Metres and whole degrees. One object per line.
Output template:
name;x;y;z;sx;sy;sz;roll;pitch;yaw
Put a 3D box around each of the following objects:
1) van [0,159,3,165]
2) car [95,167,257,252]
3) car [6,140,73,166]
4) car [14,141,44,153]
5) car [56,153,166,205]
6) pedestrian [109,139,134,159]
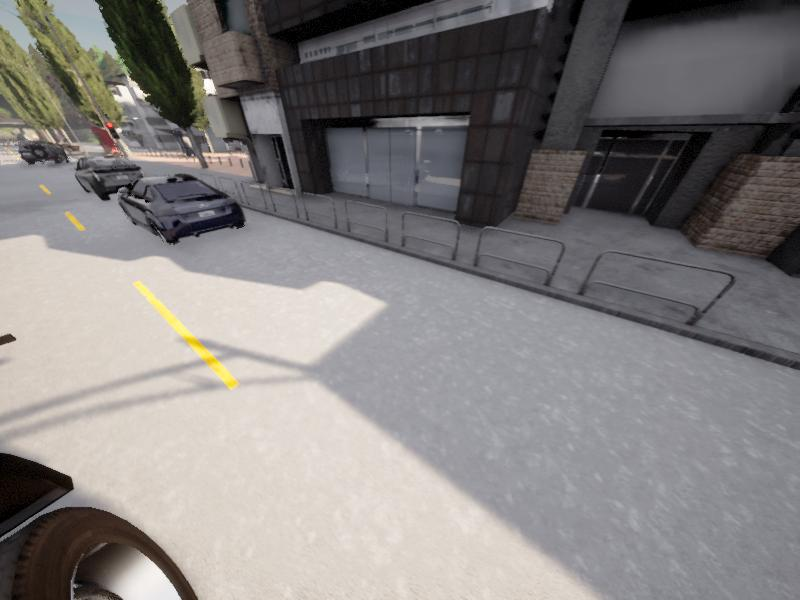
van;-39.528;-13.988;21.222;5.915;2.561;1.988;22;41;28
car;-6.521;-2.879;6.754;4.181;1.385;1.994;22;41;28
car;-33.486;-13.865;21.673;1.932;1.855;4.605;-25;43;-32
car;-57.118;-23.552;35.546;4.892;1.490;1.837;22;41;28
car;-13.086;-5.637;10.474;4.514;1.525;2.007;22;41;28
pedestrian;-30.110;-16.335;24.997;0.751;1.860;0.751;7;36;10
